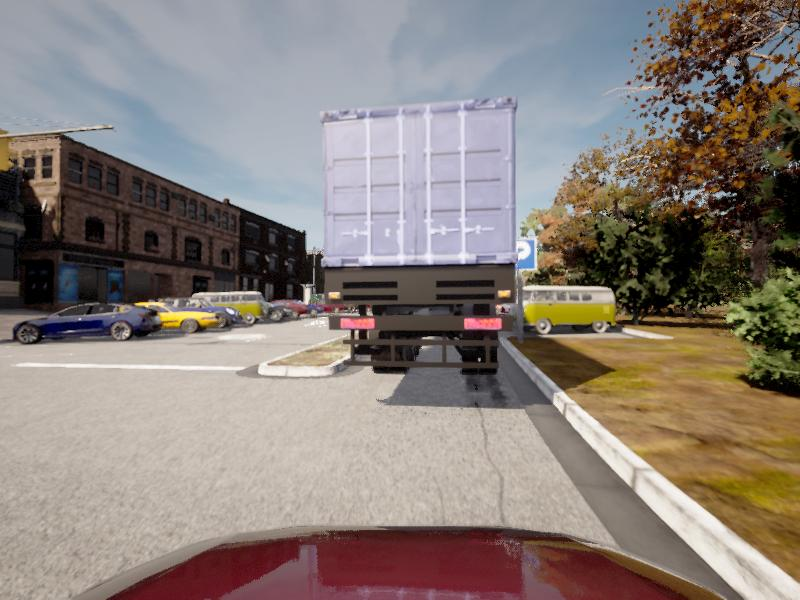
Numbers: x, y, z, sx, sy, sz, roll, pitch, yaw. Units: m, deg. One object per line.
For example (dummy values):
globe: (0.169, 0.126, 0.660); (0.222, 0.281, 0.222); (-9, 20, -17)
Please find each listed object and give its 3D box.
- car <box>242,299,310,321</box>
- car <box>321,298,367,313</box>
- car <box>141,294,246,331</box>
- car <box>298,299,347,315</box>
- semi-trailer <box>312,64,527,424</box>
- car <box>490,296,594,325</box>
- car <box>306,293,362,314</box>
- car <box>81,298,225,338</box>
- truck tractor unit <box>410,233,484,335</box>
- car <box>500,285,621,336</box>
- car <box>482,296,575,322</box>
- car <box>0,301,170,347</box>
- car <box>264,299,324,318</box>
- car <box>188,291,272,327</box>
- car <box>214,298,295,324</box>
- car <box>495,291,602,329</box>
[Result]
car: (-9.327, 0.729, 30.513); (4.674, 1.452, 2.002); (-1, 1, -10)
car: (-6.320, 0.560, 45.320); (5.008, 1.535, 2.097); (-1, 0, -8)
car: (-10.965, 0.640, 21.592); (4.553, 1.767, 2.185); (-1, 0, -11)
car: (-7.571, 0.652, 39.403); (4.674, 1.452, 2.002); (-1, 1, -9)
semi-trailer: (1.266, -0.724, 12.150); (2.717, 4.402, 14.254); (0, 0, 9)
car: (8.072, 0.579, 22.997); (5.366, 1.575, 1.946); (0, 0, -10)
car: (-6.932, 0.334, 42.372); (5.566, 2.045, 2.435); (-1, 0, -8)
car: (-11.245, 0.782, 18.653); (5.366, 1.575, 1.946); (-1, 0, -11)
truck tractor unit: (2.480, -0.696, 19.971); (3.053, 4.208, 6.516); (0, 1, 9)
car: (6.773, 0.408, 17.103); (4.442, 1.987, 1.878); (0, 1, -10)
car: (8.235, 0.551, 25.844); (5.366, 1.575, 1.946); (0, 1, -9)
car: (-12.079, 0.852, 15.709); (4.792, 1.488, 2.163); (-1, 1, -11)
car: (-8.765, 0.704, 33.485); (4.674, 1.452, 2.002); (-1, 0, -9)
car: (-10.308, 0.512, 24.596); (4.442, 1.987, 1.878); (-1, 0, -10)
car: (-9.890, 0.716, 27.548); (4.892, 1.521, 2.231); (-1, 0, -10)
car: (7.346, 0.482, 20.043); (4.553, 1.767, 2.185); (0, 0, -10)
